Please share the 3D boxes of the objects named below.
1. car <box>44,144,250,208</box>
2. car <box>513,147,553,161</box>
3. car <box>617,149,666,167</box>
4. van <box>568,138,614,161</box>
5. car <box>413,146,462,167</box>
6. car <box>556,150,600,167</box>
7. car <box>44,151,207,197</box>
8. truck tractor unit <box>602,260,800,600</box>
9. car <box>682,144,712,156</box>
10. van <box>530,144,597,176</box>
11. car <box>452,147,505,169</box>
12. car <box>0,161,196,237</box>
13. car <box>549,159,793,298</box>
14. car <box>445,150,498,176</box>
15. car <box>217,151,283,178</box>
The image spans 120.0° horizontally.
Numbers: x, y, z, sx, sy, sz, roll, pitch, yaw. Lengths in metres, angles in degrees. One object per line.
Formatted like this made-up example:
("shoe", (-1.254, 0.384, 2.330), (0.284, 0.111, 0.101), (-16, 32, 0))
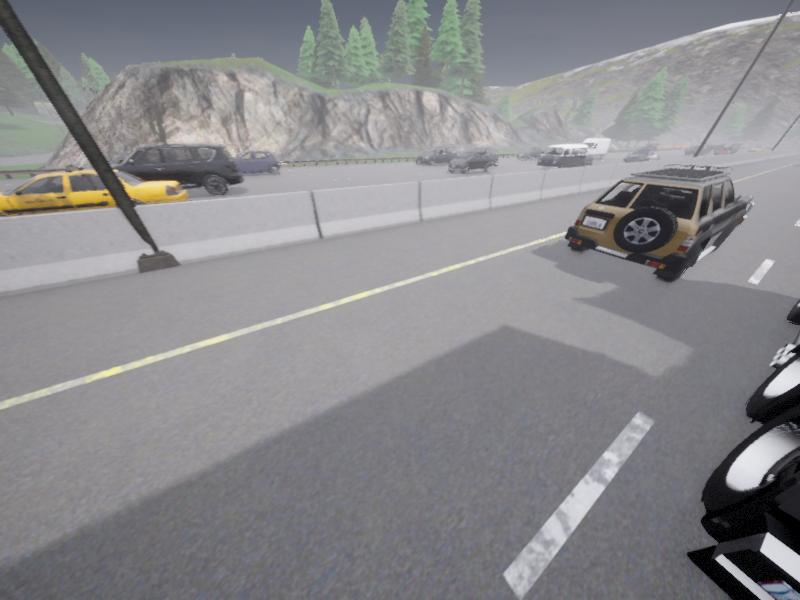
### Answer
("car", (-10.366, -5.797, 10.438), (5.566, 2.045, 2.150), (-19, 39, -25))
("car", (18.046, -19.908, 31.444), (4.902, 1.511, 2.128), (-19, 39, -25))
("car", (27.054, -15.966, 25.865), (4.974, 1.542, 2.038), (-18, 39, -25))
("van", (26.503, -20.870, 32.009), (5.915, 2.561, 1.988), (-19, 39, -25))
("car", (3.906, -15.164, 24.355), (4.611, 1.667, 2.242), (-19, 39, -25))
("car", (19.713, -15.746, 25.607), (4.181, 1.385, 1.994), (-19, 39, -25))
("car", (-13.732, -6.813, 12.236), (5.027, 1.651, 2.152), (-19, 39, -25))
("truck tractor unit", (5.104, -0.307, 0.791), (6.516, 4.208, 3.053), (-19, 39, -24))
("car", (56.084, -28.283, 43.595), (4.553, 1.767, 2.097), (-19, 39, -25))
("van", (13.319, -11.512, 18.877), (4.480, 2.038, 2.069), (-19, 39, -25))
("car", (7.738, -14.134, 22.913), (4.611, 1.667, 2.242), (-19, 39, -25))
("car", (-10.215, -3.322, 7.292), (5.366, 1.575, 1.801), (-19, 39, -25))
("car", (5.993, -1.944, 5.210), (4.605, 1.855, 1.932), (-19, 39, -25))
("car", (5.743, -11.072, 18.597), (3.705, 1.549, 1.789), (-19, 39, -25))
("car", (-10.928, -10.065, 17.015), (3.633, 1.501, 1.845), (-19, 39, -25))
